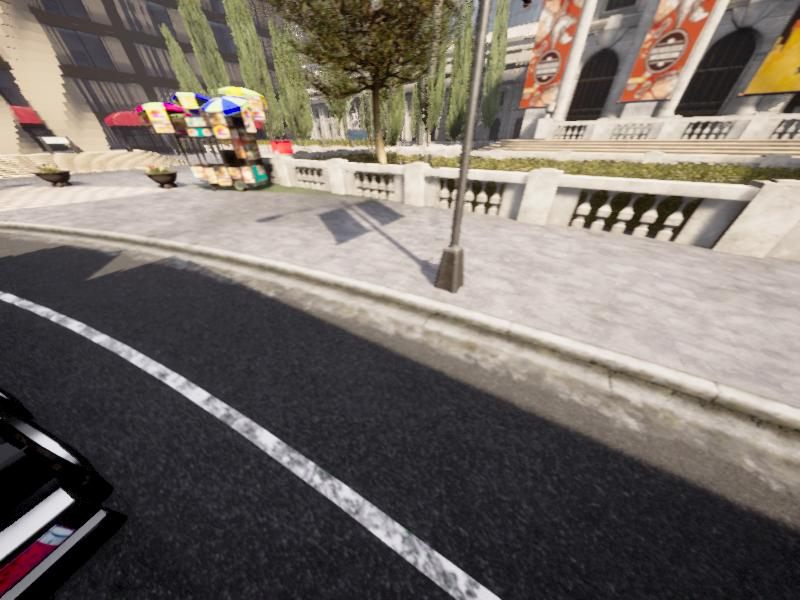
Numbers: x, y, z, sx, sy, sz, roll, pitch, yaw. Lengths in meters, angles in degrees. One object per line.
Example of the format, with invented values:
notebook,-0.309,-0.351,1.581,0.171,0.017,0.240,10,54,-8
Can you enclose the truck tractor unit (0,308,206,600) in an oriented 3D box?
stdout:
truck tractor unit,-5.226,-0.167,0.602,6.516,4.208,3.053,13,37,18
